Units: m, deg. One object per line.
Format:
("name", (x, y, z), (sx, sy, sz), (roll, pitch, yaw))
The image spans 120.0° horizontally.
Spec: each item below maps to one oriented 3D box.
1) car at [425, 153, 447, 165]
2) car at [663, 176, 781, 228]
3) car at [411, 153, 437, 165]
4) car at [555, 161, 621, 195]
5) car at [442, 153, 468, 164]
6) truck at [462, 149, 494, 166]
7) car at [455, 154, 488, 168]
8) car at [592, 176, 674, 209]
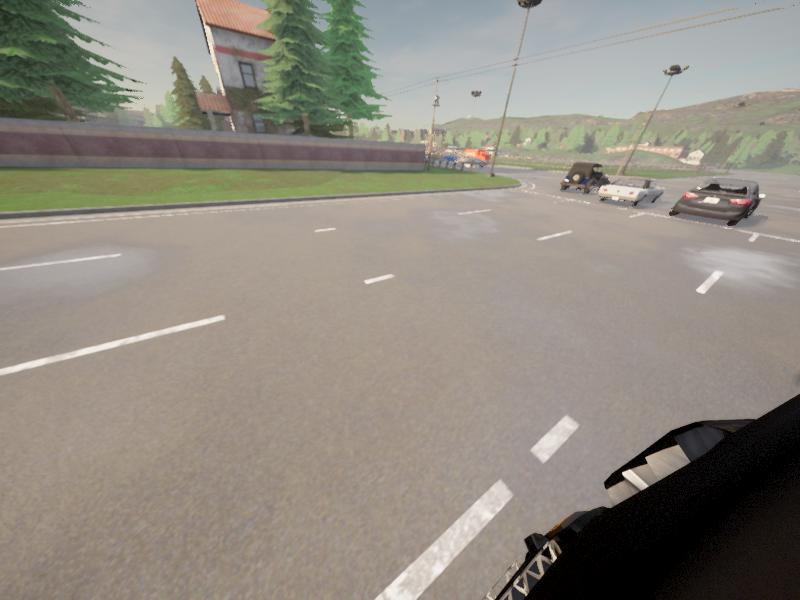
("car", (6.281, -24.986, 40.825), (1.789, 1.549, 3.705), (-18, 39, -28))
("car", (15.311, -4.826, 11.001), (4.611, 1.667, 2.242), (-17, 38, -28))
("car", (3.918, -23.478, 38.461), (1.812, 1.442, 4.674), (-17, 39, -28))
("car", (13.756, -8.995, 16.974), (3.866, 1.878, 1.905), (-17, 39, -28))
("car", (10.824, -28.057, 45.856), (1.882, 1.535, 5.008), (-17, 39, -28))
("truck", (15.224, -28.074, 45.401), (2.627, 2.467, 5.204), (-17, 38, -28))
("car", (11.977, -23.455, 38.920), (2.152, 1.651, 5.027), (-17, 39, -28))
("car", (13.970, -6.537, 13.819), (4.718, 1.301, 1.895), (-17, 38, -28))
